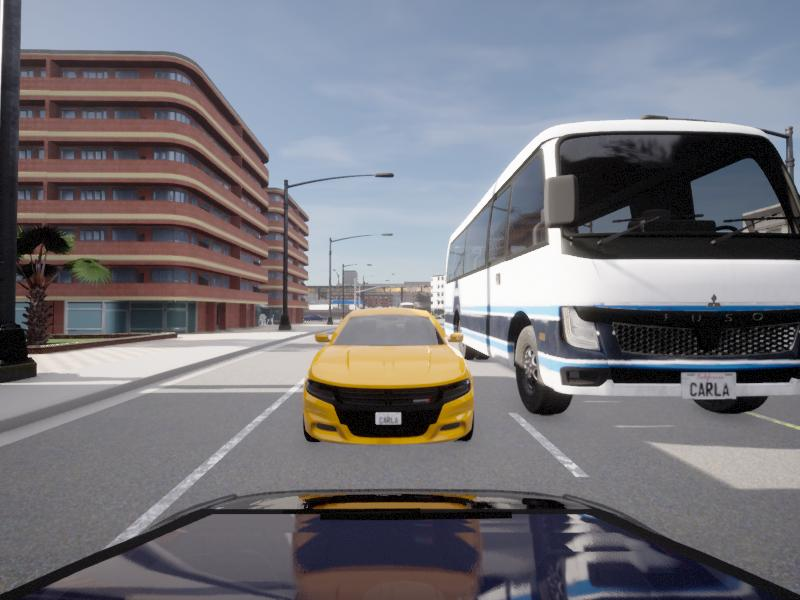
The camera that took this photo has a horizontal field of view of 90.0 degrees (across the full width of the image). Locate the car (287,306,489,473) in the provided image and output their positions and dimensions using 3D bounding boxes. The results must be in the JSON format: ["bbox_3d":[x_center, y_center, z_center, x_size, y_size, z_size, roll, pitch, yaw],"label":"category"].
[{"bbox_3d":[-0.160,0.861,6.233,1.882,1.535,5.008,0,-1,-1],"label":"car"}]

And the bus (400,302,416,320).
[{"bbox_3d":[1.998,2.863,104.264,3.944,4.253,10.273,0,-2,-1],"label":"bus"}]

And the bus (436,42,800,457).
[{"bbox_3d":[3.395,-0.452,9.263,3.944,4.253,10.273,0,-1,-1],"label":"bus"}]
